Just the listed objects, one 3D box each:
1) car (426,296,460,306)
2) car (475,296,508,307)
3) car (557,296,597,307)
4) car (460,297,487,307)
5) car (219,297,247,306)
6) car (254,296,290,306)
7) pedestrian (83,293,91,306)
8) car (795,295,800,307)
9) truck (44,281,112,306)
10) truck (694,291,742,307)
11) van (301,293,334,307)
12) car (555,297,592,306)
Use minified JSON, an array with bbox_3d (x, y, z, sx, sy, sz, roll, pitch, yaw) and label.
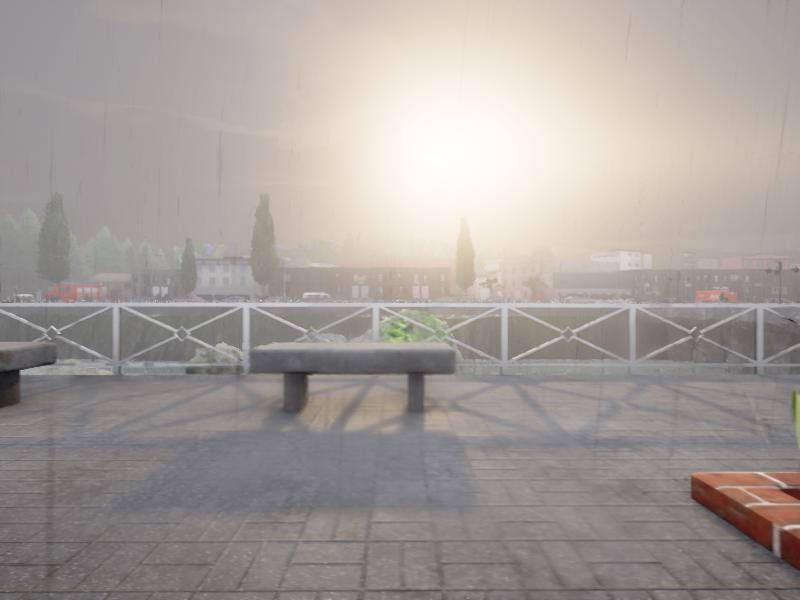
[{"bbox_3d":[6.842,0.185,64.412,5.238,1.638,1.930,0,0,0],"label":"car"},{"bbox_3d":[14.660,0.206,64.488,4.856,1.649,2.033,0,0,0],"label":"car"},{"bbox_3d":[26.736,0.220,60.601,5.238,1.638,1.930,0,0,0],"label":"car"},{"bbox_3d":[11.073,0.275,60.474,3.806,1.475,1.970,0,0,0],"label":"car"},{"bbox_3d":[-26.741,0.209,64.151,3.806,1.475,1.970,0,0,-1],"label":"car"},{"bbox_3d":[-20.541,0.137,64.208,5.238,1.638,1.930,0,0,0],"label":"car"},{"bbox_3d":[-47.277,-0.044,60.425,0.751,1.860,0.751,0,0,41],"label":"pedestrian"},{"bbox_3d":[62.999,0.170,60.901,3.866,1.878,1.905,0,0,0],"label":"car"},{"bbox_3d":[-51.358,-1.020,63.953,8.468,3.827,2.891,0,0,0],"label":"truck"},{"bbox_3d":[48.315,-0.158,60.781,5.204,2.467,2.627,0,0,0],"label":"truck"},{"bbox_3d":[-12.420,-0.049,60.277,4.480,2.038,2.069,0,0,0],"label":"van"},{"bbox_3d":[28.000,0.248,64.613,4.974,1.542,2.038,0,0,0],"label":"car"}]
